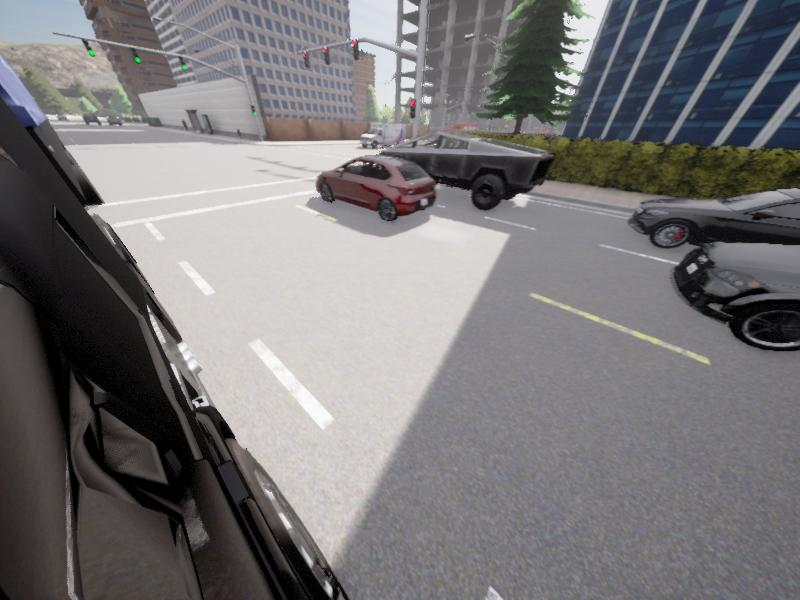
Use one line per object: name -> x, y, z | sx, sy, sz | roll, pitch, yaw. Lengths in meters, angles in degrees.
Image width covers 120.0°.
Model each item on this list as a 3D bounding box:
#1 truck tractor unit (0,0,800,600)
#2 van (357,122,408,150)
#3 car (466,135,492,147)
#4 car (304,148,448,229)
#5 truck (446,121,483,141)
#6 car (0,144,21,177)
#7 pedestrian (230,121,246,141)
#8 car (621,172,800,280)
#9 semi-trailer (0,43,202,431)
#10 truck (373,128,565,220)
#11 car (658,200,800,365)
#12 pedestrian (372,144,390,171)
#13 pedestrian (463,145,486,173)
truck tractor unit -> -2.645, -0.295, 0.351 | 6.516, 4.208, 3.053 | 28, 44, 30
van -> -1.962, -20.019, 28.227 | 2.351, 2.431, 6.366 | 28, 44, 30
car -> 13.426, -27.006, 39.170 | 2.007, 1.525, 4.514 | 29, 44, 31
car -> -0.888, -3.722, 7.309 | 4.193, 1.474, 1.816 | 28, 44, 30
truck -> 16.738, -44.722, 61.012 | 8.468, 3.827, 2.891 | 28, 44, 30
car -> -18.210, -5.263, 8.238 | 2.242, 1.667, 4.611 | 28, 44, 30
pedestrian -> -18.924, -19.786, 27.015 | 0.751, 1.860, 0.751 | 27, 43, 28
car -> 8.205, -1.602, 5.044 | 4.674, 1.442, 1.812 | 28, 44, 30
semi-trailer -> -8.698, -3.589, 4.251 | 14.254, 4.402, 2.717 | 28, 44, 30
truck -> 2.077, -5.144, 8.854 | 6.274, 2.098, 2.390 | 28, 44, 30
car -> 6.295, 0.153, 2.662 | 4.181, 1.385, 1.994 | 28, 44, 29
pedestrian -> -1.120, -8.687, 14.037 | 0.751, 1.300, 0.751 | 29, 44, 31
pedestrian -> 4.303, -8.162, 13.369 | 0.751, 1.300, 0.751 | 26, 43, 28
